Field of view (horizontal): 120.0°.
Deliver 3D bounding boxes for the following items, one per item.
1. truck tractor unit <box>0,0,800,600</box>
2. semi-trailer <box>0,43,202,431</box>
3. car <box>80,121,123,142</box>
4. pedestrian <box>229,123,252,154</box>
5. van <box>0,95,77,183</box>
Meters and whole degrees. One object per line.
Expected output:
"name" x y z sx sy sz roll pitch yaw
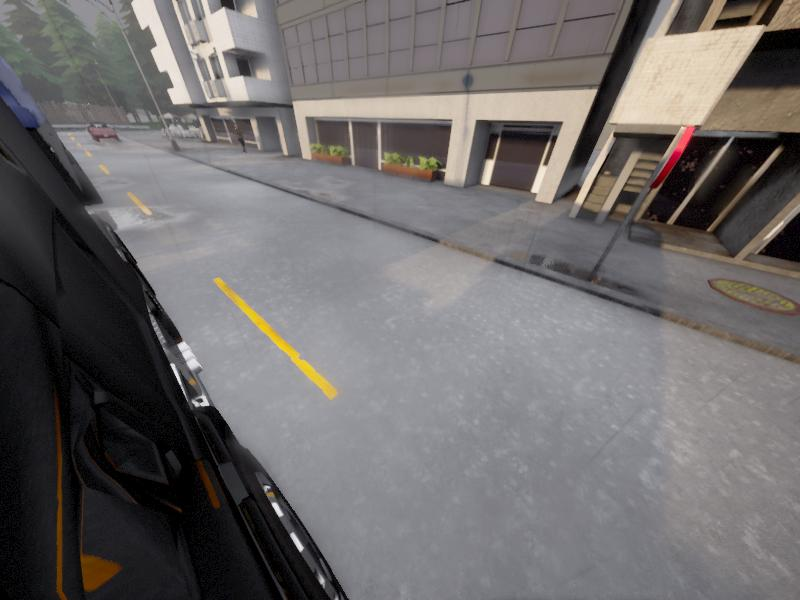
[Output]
"truck tractor unit" -2.645 -0.295 0.351 6.516 4.208 3.053 28 44 30
"semi-trailer" -8.694 -3.607 4.234 14.254 4.402 2.717 28 44 30
"car" -29.275 -16.519 22.645 3.633 1.501 1.845 28 44 30
"pedestrian" -11.817 -11.967 17.145 0.751 1.860 0.751 -28 47 -35
"van" -16.414 -6.937 9.797 5.915 2.561 1.988 28 44 30
